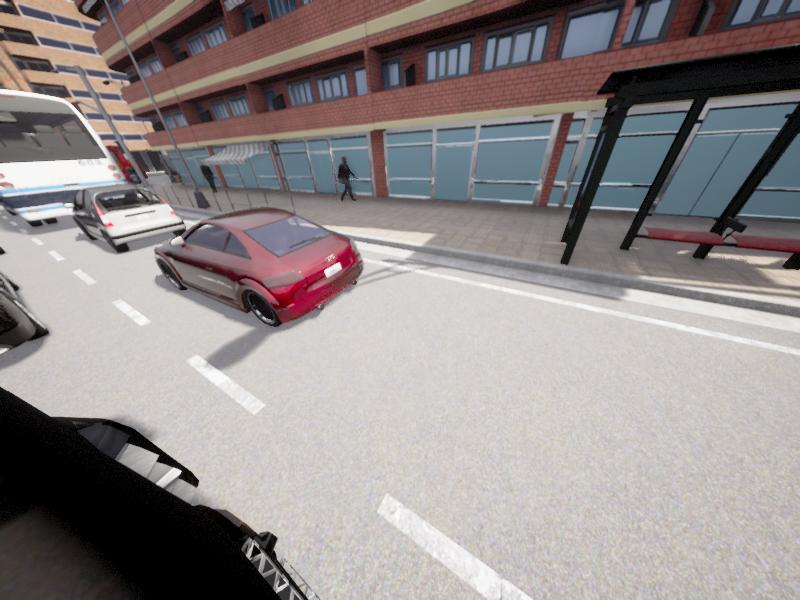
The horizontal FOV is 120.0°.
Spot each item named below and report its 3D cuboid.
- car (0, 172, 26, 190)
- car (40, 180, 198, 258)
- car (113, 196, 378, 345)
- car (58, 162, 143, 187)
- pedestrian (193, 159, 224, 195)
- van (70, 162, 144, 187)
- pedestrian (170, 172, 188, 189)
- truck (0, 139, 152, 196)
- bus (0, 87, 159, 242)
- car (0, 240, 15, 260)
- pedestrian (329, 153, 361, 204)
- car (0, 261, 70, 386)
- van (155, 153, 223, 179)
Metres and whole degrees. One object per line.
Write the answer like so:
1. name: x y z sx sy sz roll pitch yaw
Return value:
1. car: -48.259 -14.202 27.558 4.856 1.649 2.033 7 36 15
2. car: -8.839 -2.763 7.329 3.988 1.617 1.851 16 38 26
3. car: -2.783 -0.953 4.355 4.181 1.385 1.994 15 37 25
4. car: -35.073 -14.984 27.344 2.150 2.045 5.566 14 37 24
5. pedestrian: -11.875 -7.644 14.361 0.751 1.860 0.751 -26 40 -31
6. van: -32.434 -14.035 25.767 1.775 1.987 4.442 16 38 26
7. pedestrian: -17.253 -9.358 18.073 0.500 1.100 0.500 18 39 28
8. truck: -29.494 -12.718 21.896 2.891 3.827 8.468 -6 34 -5
9. bus: -16.819 -6.041 10.485 10.273 4.253 3.944 16 38 26
10. car: -13.676 -1.928 6.386 4.611 1.667 2.242 16 38 26
11. pedestrian: -2.330 -5.208 9.961 0.751 1.860 0.751 16 38 26
12. car: -7.292 -0.097 3.165 5.238 1.638 1.930 16 38 26
13. van: -28.277 -18.265 31.313 1.988 2.561 5.915 16 38 26
